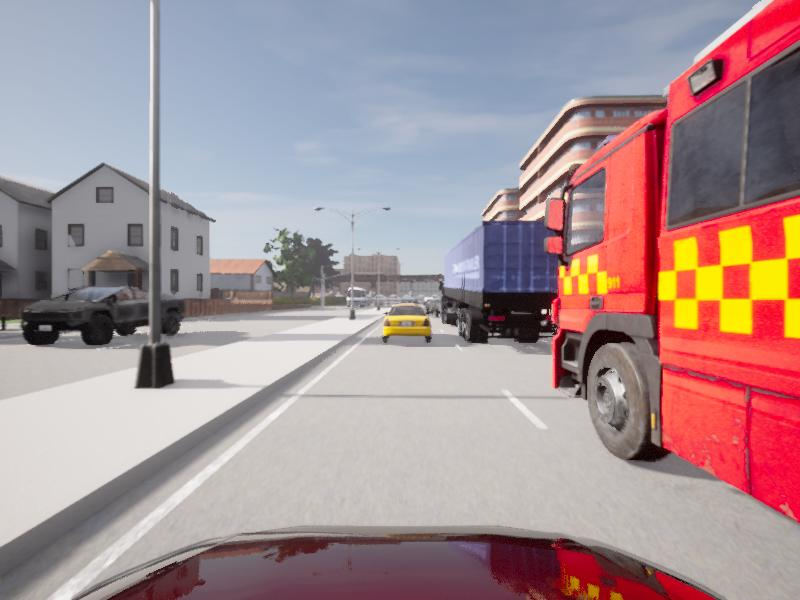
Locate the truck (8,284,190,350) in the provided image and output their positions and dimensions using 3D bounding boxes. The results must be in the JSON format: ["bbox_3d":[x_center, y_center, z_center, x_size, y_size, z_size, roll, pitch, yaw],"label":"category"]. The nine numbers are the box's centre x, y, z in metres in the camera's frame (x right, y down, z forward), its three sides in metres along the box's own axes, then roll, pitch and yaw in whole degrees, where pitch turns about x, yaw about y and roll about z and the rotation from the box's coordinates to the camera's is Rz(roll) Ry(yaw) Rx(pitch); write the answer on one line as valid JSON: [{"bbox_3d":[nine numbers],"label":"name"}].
[{"bbox_3d":[-11.231,0.542,15.856,2.390,2.098,6.274,0,0,1],"label":"truck"}]

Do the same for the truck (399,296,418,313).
[{"bbox_3d":[1.143,0.545,52.894,2.390,2.098,6.274,0,0,1],"label":"truck"}]

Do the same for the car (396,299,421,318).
[{"bbox_3d":[0.778,0.758,37.341,2.242,1.667,4.611,0,0,1],"label":"car"}]

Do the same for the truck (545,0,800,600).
[{"bbox_3d":[3.500,-0.321,1.491,2.891,3.827,8.468,0,0,0],"label":"truck"}]

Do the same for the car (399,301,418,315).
[{"bbox_3d":[0.937,0.828,44.146,2.038,1.542,4.974,0,0,1],"label":"car"}]

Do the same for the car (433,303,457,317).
[{"bbox_3d":[4.319,0.946,39.002,1.895,1.301,4.718,0,0,1],"label":"car"}]

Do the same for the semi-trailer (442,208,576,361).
[{"bbox_3d":[3.875,-0.698,18.658,2.717,4.402,14.254,0,2,2],"label":"semi-trailer"}]

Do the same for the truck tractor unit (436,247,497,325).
[{"bbox_3d":[4.223,-0.653,26.697,3.053,4.208,6.516,4,-5,3],"label":"truck tractor unit"}]

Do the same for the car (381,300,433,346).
[{"bbox_3d":[0.290,0.802,16.447,1.801,1.575,5.366,0,0,1],"label":"car"}]

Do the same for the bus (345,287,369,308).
[{"bbox_3d":[-9.389,-0.531,89.113,3.944,4.253,10.273,0,0,1],"label":"bus"}]
